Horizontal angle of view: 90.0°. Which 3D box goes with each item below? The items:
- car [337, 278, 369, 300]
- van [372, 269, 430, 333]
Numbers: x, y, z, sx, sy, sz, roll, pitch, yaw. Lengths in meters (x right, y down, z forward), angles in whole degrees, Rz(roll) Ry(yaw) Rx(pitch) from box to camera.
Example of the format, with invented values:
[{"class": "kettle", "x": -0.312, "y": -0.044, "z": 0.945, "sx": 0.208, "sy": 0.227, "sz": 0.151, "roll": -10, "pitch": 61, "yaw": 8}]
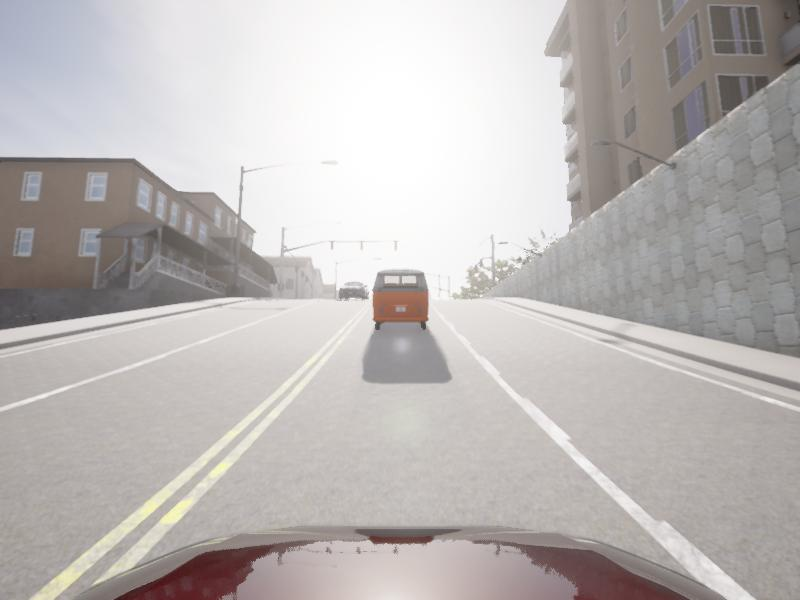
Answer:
[{"class": "car", "x": -3.477, "y": -0.768, "z": 30.644, "sx": 1.882, "sy": 1.535, "sz": 5.008, "roll": 0, "pitch": 0, "yaw": 0}, {"class": "van", "x": 0.023, "y": -0.133, "z": 14.504, "sx": 1.775, "sy": 1.987, "sz": 4.442, "roll": 0, "pitch": 4, "yaw": 0}]
